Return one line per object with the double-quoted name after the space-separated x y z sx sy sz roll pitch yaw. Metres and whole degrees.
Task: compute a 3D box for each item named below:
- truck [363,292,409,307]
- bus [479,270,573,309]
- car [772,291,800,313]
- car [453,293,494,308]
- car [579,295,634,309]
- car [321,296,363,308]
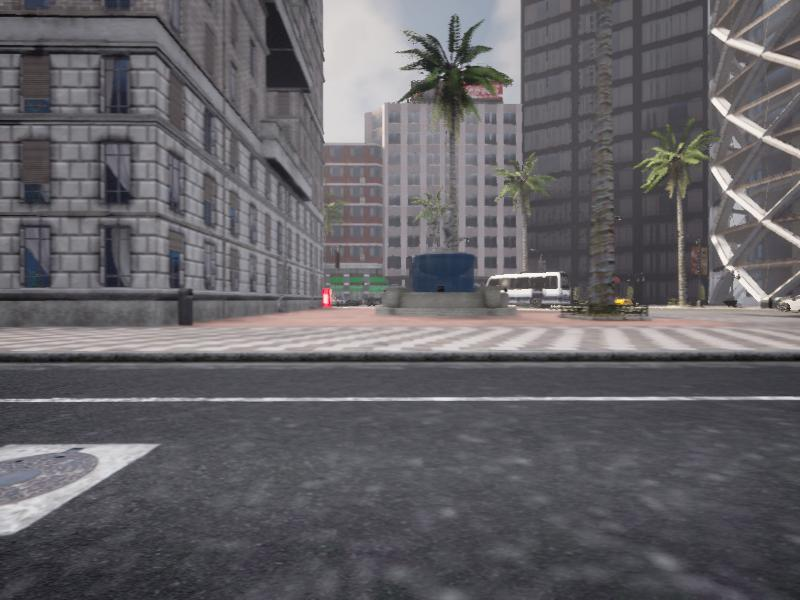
-2.000 -0.061 58.021 6.274 2.098 2.390 0 0 17 "truck"
15.287 -1.143 49.283 10.273 4.253 3.944 0 -1 42 "bus"
31.464 0.144 30.120 2.242 1.667 4.611 0 0 -12 "car"
9.108 0.046 49.471 4.605 1.855 1.932 0 0 31 "car"
23.572 0.191 45.930 1.801 1.575 5.366 0 0 -38 "car"
-7.505 0.227 52.168 4.974 1.542 2.038 0 0 11 "car"
